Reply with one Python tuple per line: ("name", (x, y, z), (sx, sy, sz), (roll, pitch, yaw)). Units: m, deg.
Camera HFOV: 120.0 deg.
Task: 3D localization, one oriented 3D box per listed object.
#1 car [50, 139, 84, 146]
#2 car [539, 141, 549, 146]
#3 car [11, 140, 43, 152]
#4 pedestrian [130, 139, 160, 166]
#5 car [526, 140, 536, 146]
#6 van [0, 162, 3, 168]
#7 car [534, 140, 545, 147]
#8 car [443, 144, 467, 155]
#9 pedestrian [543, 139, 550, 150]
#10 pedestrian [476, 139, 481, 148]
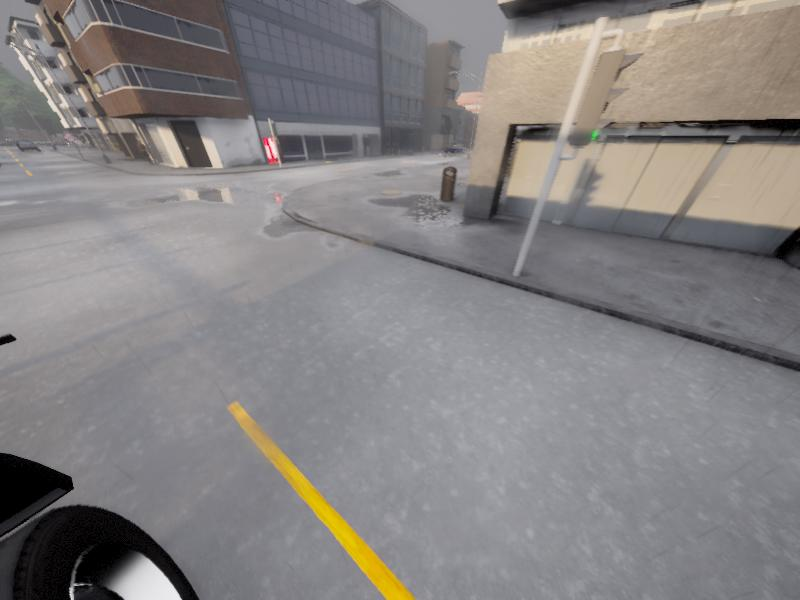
("car", (-79.944, -37.962, 55.584), (1.994, 1.385, 4.181), (14, 37, 18))
("car", (48.407, -52.684, 77.693), (2.007, 1.525, 4.514), (22, 41, 28))
("car", (-59.653, -24.640, 36.925), (5.357, 1.411, 2.033), (22, 41, 28))
("pedestrian", (-20.872, -12.089, 18.937), (0.751, 1.860, 0.751), (22, 41, 28))
("car", (44.908, -53.907, 79.246), (1.930, 1.638, 5.238), (22, 41, 28))
("van", (-34.916, -12.170, 18.551), (5.915, 2.561, 1.988), (22, 41, 28))
("car", (43.734, -48.889, 72.186), (1.801, 1.575, 5.366), (22, 41, 28))
("car", (8.915, -24.230, 37.162), (1.895, 1.301, 4.718), (22, 41, 28))
("pedestrian", (32.154, -34.148, 50.734), (0.751, 1.860, 0.751), (21, 40, 26))
("pedestrian", (18.712, -37.312, 55.070), (0.751, 1.860, 0.751), (22, 41, 28))
